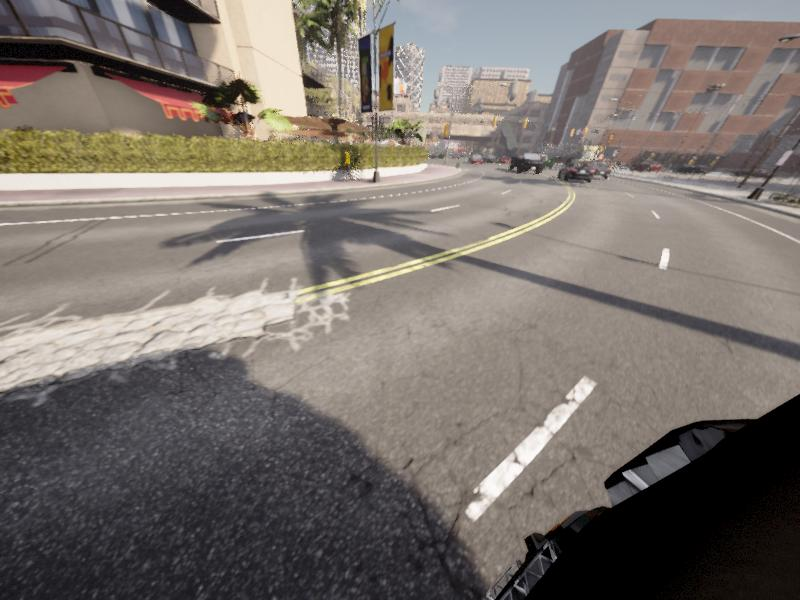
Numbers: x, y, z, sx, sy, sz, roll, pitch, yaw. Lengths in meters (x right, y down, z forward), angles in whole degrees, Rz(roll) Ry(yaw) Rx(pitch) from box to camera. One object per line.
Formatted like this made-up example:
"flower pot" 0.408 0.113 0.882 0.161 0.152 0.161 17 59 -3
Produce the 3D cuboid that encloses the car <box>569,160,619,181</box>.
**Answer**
"car" 21.916 -14.941 26.427 2.152 1.651 5.027 8 34 8

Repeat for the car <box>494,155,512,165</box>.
"car" 20.752 -28.403 46.761 1.994 1.385 4.181 4 34 2

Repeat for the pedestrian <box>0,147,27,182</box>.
"pedestrian" -17.907 -5.994 10.186 0.751 1.300 0.751 -9 35 -17

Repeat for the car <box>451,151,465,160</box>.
"car" 14.203 -35.347 56.331 2.097 1.767 4.553 15 36 18

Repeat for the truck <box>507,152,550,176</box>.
"truck" 15.278 -16.607 28.023 2.390 2.098 6.274 7 34 6

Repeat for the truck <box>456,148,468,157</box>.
"truck" 19.715 -47.246 73.947 2.627 2.467 5.204 4 34 2

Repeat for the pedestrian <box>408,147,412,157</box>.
"pedestrian" 2.353 -33.674 52.599 0.751 1.860 0.751 2 34 -1

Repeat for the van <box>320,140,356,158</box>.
"van" -11.479 -28.279 43.232 5.915 2.561 1.988 4 34 2

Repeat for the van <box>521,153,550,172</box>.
"van" 19.441 -19.947 33.430 1.775 1.987 4.442 5 34 4

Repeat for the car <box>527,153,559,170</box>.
"car" 23.496 -23.004 38.250 2.150 2.045 5.566 5 34 3

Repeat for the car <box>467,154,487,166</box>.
"car" 13.163 -24.281 39.940 2.163 1.488 4.792 4 34 2

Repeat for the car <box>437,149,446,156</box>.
"car" 13.096 -46.783 73.402 2.185 1.767 4.553 4 34 2

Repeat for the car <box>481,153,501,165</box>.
"car" 16.950 -26.312 43.110 1.930 1.638 5.238 4 34 2

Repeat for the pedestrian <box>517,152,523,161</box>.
"pedestrian" 31.849 -38.171 61.434 0.751 1.860 0.751 4 34 2

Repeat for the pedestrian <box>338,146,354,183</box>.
"pedestrian" -3.223 -8.097 13.848 0.751 1.860 0.751 -8 35 -15

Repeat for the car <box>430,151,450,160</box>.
"car" 8.707 -31.615 50.508 3.988 1.617 1.851 -17 39 -27

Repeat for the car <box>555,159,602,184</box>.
"car" 17.272 -12.673 22.654 2.242 1.667 4.611 13 35 15

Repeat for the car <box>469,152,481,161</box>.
"car" 18.047 -34.515 55.553 1.789 1.549 3.705 4 34 2

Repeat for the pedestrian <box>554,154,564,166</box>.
"pedestrian" 31.320 -27.516 45.417 0.751 1.860 0.751 5 34 4

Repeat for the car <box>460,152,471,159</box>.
"car" 19.079 -42.214 67.316 2.033 1.411 5.357 4 34 2
